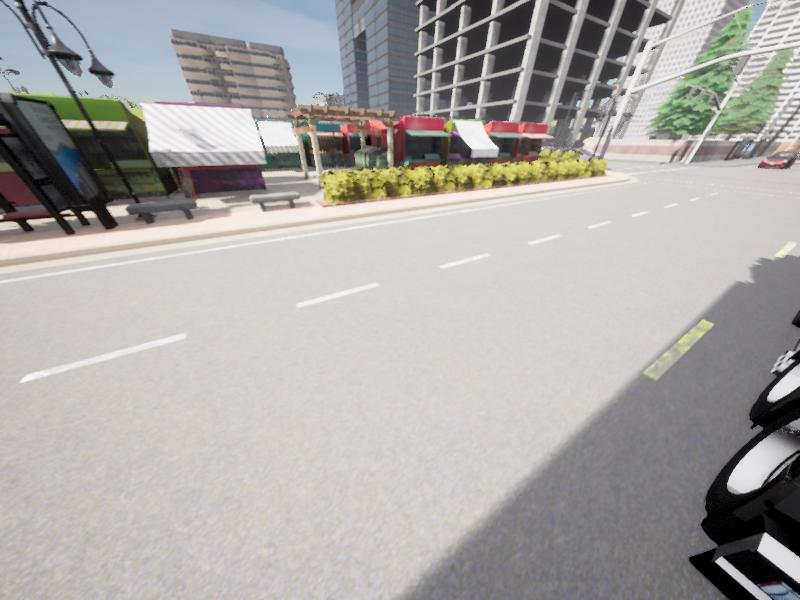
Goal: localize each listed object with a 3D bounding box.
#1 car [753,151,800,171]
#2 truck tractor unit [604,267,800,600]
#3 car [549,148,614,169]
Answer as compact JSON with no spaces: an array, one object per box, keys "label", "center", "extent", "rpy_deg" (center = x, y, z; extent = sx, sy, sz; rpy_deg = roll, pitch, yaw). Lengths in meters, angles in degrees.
[{"label":"car","center":[40.801,-15.000,24.835],"extent":[3.988,1.617,1.851],"rpy_deg":[-16,38,-22]},{"label":"truck tractor unit","center":[5.114,-0.291,0.828],"extent":[6.516,4.208,3.053],"rpy_deg":[-17,37,-25]},{"label":"car","center":[19.044,-15.109,24.565],"extent":[2.033,1.649,4.856],"rpy_deg":[-17,39,-24]}]
